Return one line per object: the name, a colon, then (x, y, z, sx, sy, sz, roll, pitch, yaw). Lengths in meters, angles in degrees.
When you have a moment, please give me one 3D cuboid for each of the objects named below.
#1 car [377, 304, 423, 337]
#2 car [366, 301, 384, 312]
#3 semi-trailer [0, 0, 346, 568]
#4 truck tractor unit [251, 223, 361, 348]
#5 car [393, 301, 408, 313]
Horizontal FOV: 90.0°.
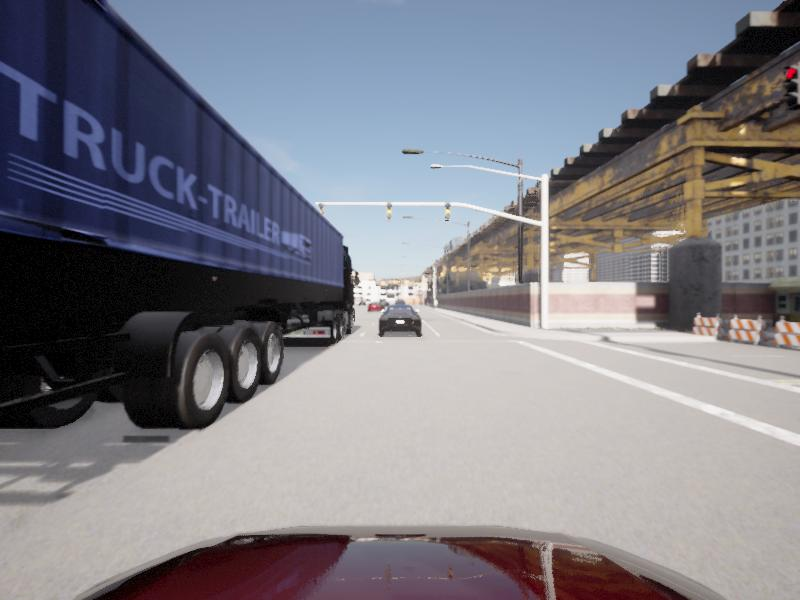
car: (0.008, 0.922, 19.506, 1.994, 1.385, 4.181, 0, 0, 0)
car: (-3.478, 0.895, 56.436, 2.163, 1.488, 4.792, 0, 0, 0)
semi-trailer: (-3.612, -0.611, 8.907, 2.717, 4.402, 14.254, 0, 0, 1)
truck tractor unit: (-3.516, -0.510, 16.819, 3.053, 4.208, 6.516, 0, 0, 0)
car: (0.019, 0.910, 51.423, 1.812, 1.442, 4.674, 0, 0, 0)
